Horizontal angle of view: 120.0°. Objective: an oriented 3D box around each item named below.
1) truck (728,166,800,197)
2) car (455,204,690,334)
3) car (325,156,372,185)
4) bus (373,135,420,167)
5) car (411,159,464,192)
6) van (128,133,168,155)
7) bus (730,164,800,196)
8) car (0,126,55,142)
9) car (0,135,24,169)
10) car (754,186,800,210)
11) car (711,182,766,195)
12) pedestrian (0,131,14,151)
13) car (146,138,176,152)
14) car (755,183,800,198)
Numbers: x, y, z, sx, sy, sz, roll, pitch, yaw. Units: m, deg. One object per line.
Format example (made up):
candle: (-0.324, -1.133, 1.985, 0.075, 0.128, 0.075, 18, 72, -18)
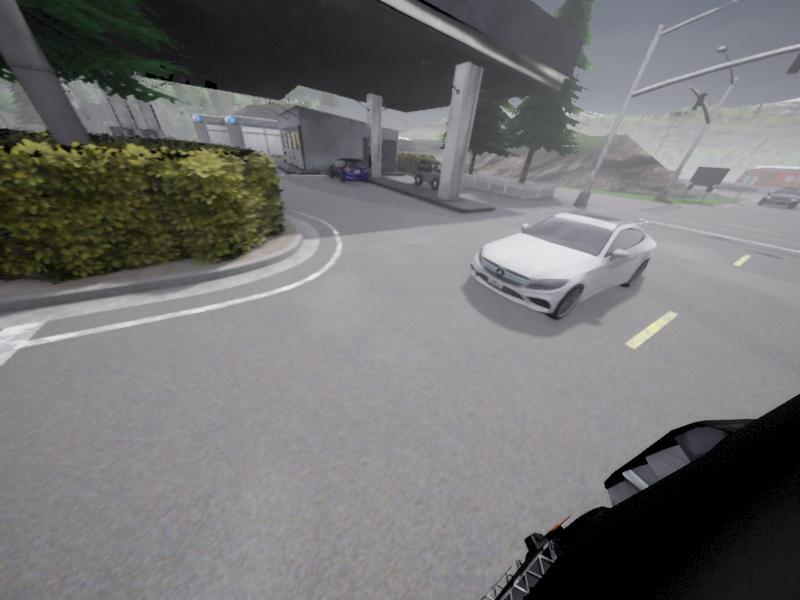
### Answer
truck: (64.726, -20.444, 39.779, 2.891, 3.827, 8.468, -15, 37, -26)
car: (3.692, -1.039, 4.922, 4.674, 1.442, 1.812, -14, 36, -27)
car: (-4.266, -10.640, 18.876, 2.242, 1.667, 4.611, -15, 38, -27)
bus: (-0.984, -27.146, 42.168, 3.944, 4.253, 10.273, -14, 36, -26)
car: (2.805, -9.915, 18.266, 1.905, 1.878, 3.866, -15, 38, -27)
van: (-32.200, -20.067, 29.712, 2.069, 2.038, 4.480, -15, 37, -27)
bus: (70.792, -22.072, 42.587, 3.944, 4.253, 10.273, -15, 37, -26)
car: (-53.849, -23.636, 32.922, 4.514, 1.523, 2.007, -15, 38, -27)
car: (-24.238, -8.041, 12.500, 2.033, 1.649, 4.856, -15, 37, -27)
car: (35.349, -9.455, 21.254, 4.974, 1.542, 2.038, -15, 38, -27)
car: (54.486, -18.091, 37.305, 1.895, 1.301, 4.718, -15, 37, -26)
pedestrian: (-34.303, -13.722, 19.548, 0.751, 1.860, 0.751, -15, 38, -27)
car: (-35.399, -23.052, 34.411, 2.007, 1.525, 4.514, -15, 37, -27)
car: (68.266, -19.591, 41.165, 2.152, 1.651, 5.027, -15, 37, -26)
